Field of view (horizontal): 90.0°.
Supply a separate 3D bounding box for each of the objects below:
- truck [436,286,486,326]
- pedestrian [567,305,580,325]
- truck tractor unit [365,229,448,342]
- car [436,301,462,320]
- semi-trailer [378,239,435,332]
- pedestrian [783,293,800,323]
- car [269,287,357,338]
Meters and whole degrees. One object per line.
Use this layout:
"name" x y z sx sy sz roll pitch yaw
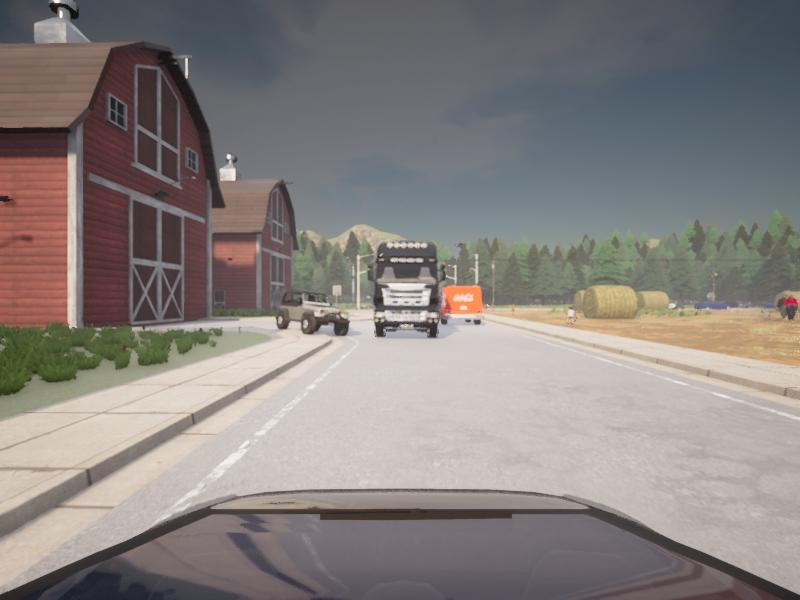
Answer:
"truck" 3.916 0.362 26.814 2.627 2.467 5.204 0 0 1
"pedestrian" 10.134 0.871 23.397 0.500 1.100 0.500 0 0 -14
"truck tractor unit" 0.311 -0.560 18.218 3.053 4.208 6.516 1 0 1
"car" 4.012 0.824 33.324 1.789 1.549 3.705 0 0 1
"semi-trailer" 0.448 -0.632 26.149 2.717 4.402 14.254 0 0 1
"pedestrian" 25.069 0.489 25.620 0.751 1.860 0.751 0 0 39
"car" -3.889 0.493 17.501 1.905 1.878 3.866 8 -3 -41
